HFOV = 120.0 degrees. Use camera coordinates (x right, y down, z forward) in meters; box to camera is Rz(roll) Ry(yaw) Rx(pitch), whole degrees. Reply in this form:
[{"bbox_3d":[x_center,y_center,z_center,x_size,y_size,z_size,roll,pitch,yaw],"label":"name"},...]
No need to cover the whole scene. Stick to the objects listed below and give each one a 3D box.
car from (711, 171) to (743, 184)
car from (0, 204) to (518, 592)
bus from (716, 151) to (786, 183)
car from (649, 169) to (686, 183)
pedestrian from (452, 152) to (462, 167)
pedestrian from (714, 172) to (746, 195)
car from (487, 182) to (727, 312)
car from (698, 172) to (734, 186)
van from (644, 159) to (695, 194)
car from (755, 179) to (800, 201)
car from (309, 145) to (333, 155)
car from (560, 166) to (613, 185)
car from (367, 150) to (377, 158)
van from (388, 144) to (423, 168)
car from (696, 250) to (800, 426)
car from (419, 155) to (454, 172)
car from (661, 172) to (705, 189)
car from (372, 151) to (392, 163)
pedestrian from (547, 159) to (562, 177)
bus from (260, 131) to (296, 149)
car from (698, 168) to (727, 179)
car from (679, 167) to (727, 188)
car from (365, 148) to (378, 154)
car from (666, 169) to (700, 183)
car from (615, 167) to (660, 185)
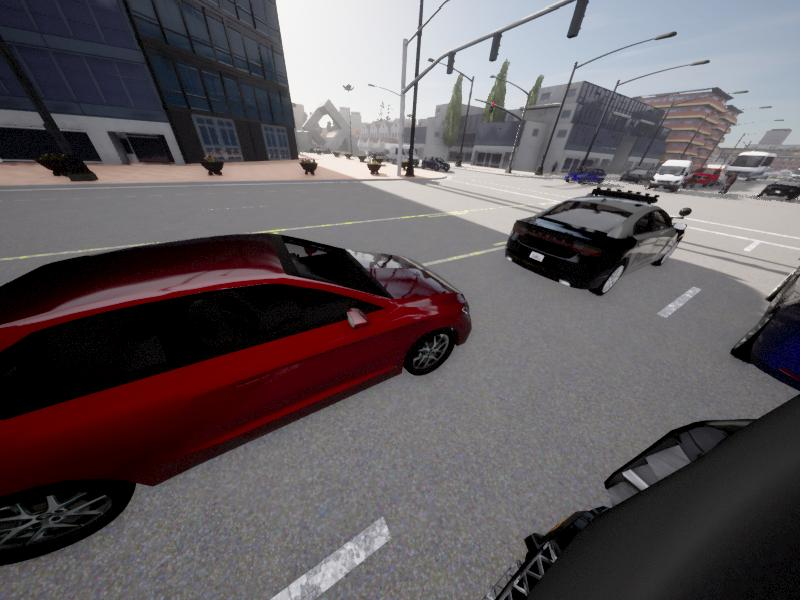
[{"bbox_3d":[50.678,-19.008,35.833,4.193,1.474,1.816,-17,38,-26],"label":"car"},{"bbox_3d":[-1.189,0.152,2.295,4.193,1.474,1.816,-16,38,-26],"label":"car"},{"bbox_3d":[60.338,-22.981,39.786,10.273,4.253,3.944,-17,38,-26],"label":"bus"},{"bbox_3d":[37.805,-17.509,32.641,5.008,1.535,1.882,-16,38,-26],"label":"car"},{"bbox_3d":[8.591,-21.075,34.721,0.751,1.860,0.751,-16,38,-27],"label":"pedestrian"},{"bbox_3d":[30.797,-10.891,21.617,0.751,1.860,0.751,22,37,25],"label":"pedestrian"},{"bbox_3d":[4.752,-1.608,5.289,5.238,1.638,1.930,-16,38,-26],"label":"car"},{"bbox_3d":[45.351,-17.416,33.142,4.674,1.442,1.812,-16,38,-26],"label":"car"},{"bbox_3d":[25.737,-11.850,22.020,5.915,2.561,1.988,-24,41,-35],"label":"van"},{"bbox_3d":[35.964,-10.352,21.617,5.008,1.535,1.882,-14,37,-25],"label":"car"},{"bbox_3d":[-18.232,-34.839,53.700,4.974,1.542,2.038,-3,33,-10],"label":"car"},{"bbox_3d":[19.077,-12.709,23.646,4.193,1.474,1.816,-8,35,-17],"label":"car"},{"bbox_3d":[-6.654,-35.135,55.439,2.033,1.411,5.357,1,33,-4],"label":"car"},{"bbox_3d":[0.624,-20.773,33.157,1.988,2.561,5.915,-15,38,-26],"label":"van"},{"bbox_3d":[6.341,0.234,2.775,4.792,1.488,2.163,-16,38,-26],"label":"car"},{"bbox_3d":[4.323,-16.609,28.134,1.816,1.474,4.193,-15,38,-26],"label":"car"},{"bbox_3d":[32.386,-13.704,26.450,4.674,1.442,1.812,-16,38,-26],"label":"car"},{"bbox_3d":[-2.975,-23.828,38.390,1.845,1.501,3.633,-16,38,-27],"label":"car"},{"bbox_3d":[19.096,-16.381,28.588,0.751,1.860,0.751,29,41,33],"label":"pedestrian"},{"bbox_3d":[-41.016,-53.983,78.199,3.944,4.253,10.273,15,35,16],"label":"bus"},{"bbox_3d":[58.174,-23.565,42.952,5.008,1.535,1.882,-17,38,-26],"label":"car"},{"bbox_3d":[38.953,-15.807,29.695,5.566,2.045,2.150,-16,38,-26],"label":"car"},{"bbox_3d":[-11.018,-57.731,89.500,4.514,1.525,2.007,18,36,21],"label":"car"},{"bbox_3d":[43.595,-19.177,35.607,4.892,1.490,1.837,-17,38,-26],"label":"car"},{"bbox_3d":[28.685,-14.990,27.885,5.238,1.638,1.930,-16,38,-27],"label":"car"}]
